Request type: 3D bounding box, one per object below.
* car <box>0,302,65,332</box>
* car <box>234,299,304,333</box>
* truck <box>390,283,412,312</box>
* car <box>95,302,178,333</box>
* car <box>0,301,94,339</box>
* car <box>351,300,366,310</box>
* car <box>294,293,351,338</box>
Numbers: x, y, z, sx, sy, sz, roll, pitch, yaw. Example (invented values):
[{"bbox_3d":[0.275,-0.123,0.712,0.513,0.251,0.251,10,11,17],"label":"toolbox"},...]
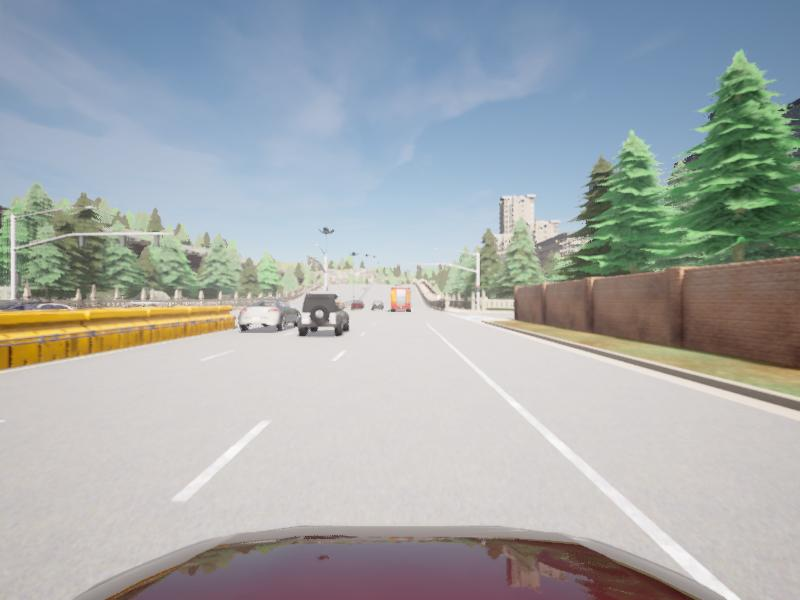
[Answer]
[{"bbox_3d":[-20.962,0.844,21.473,1.837,1.490,4.892,0,0,0],"label":"car"},{"bbox_3d":[-6.961,0.778,21.866,2.152,1.651,5.027,0,0,0],"label":"car"},{"bbox_3d":[0.132,-0.323,58.194,2.891,3.827,8.468,0,0,0],"label":"truck"},{"bbox_3d":[-13.950,0.852,21.472,1.970,1.475,3.806,0,0,0],"label":"car"},{"bbox_3d":[-17.466,0.822,19.024,2.038,1.542,4.974,0,0,0],"label":"car"},{"bbox_3d":[-6.855,0.820,66.211,1.882,1.535,5.008,0,0,0],"label":"car"},{"bbox_3d":[-3.466,0.645,18.627,1.905,1.878,3.866,0,0,0],"label":"car"}]
